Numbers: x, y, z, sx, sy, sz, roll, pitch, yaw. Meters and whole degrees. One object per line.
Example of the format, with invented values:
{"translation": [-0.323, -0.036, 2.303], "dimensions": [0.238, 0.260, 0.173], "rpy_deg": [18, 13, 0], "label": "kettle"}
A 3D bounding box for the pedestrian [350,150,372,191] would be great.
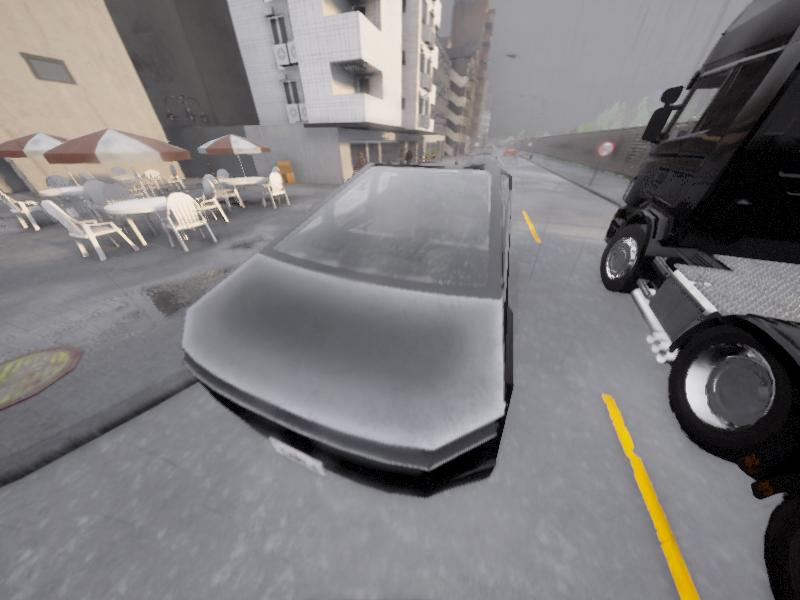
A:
{"translation": [-2.069, -6.981, 12.447], "dimensions": [0.751, 1.860, 0.751], "rpy_deg": [11, 36, 15], "label": "pedestrian"}

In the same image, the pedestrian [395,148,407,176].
{"translation": [0.083, -10.804, 18.119], "dimensions": [0.751, 1.860, 0.751], "rpy_deg": [7, 35, 10], "label": "pedestrian"}

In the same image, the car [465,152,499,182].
{"translation": [6.397, -10.400, 17.854], "dimensions": [1.930, 1.638, 5.238], "rpy_deg": [11, 36, 15], "label": "car"}

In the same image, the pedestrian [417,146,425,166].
{"translation": [2.348, -16.159, 25.944], "dimensions": [0.751, 1.860, 0.751], "rpy_deg": [4, 35, 6], "label": "pedestrian"}

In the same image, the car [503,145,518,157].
{"translation": [21.569, -29.146, 45.137], "dimensions": [2.097, 1.767, 4.553], "rpy_deg": [11, 36, 15], "label": "car"}

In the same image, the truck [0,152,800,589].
{"translation": [0.503, -0.950, 3.622], "dimensions": [2.390, 2.098, 6.274], "rpy_deg": [12, 36, 18], "label": "truck"}

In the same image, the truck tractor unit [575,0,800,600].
{"translation": [4.248, -0.748, 1.433], "dimensions": [3.053, 4.208, 6.516], "rpy_deg": [15, 37, 20], "label": "truck tractor unit"}

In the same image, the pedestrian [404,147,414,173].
{"translation": [0.765, -12.287, 20.278], "dimensions": [0.751, 1.860, 0.751], "rpy_deg": [3, 34, 5], "label": "pedestrian"}
